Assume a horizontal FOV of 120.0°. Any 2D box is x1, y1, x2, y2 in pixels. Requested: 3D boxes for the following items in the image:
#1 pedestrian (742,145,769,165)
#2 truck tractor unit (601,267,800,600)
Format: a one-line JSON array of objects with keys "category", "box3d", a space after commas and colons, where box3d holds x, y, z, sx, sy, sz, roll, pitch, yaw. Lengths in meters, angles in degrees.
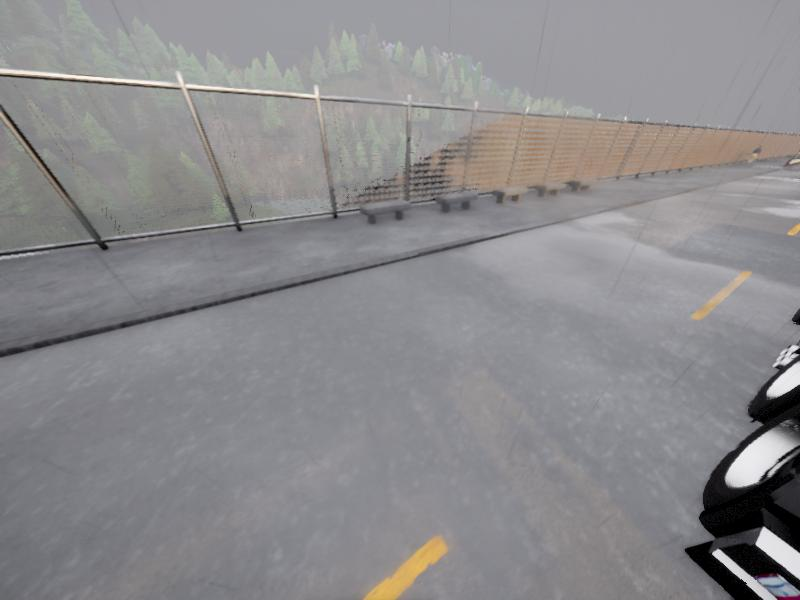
[{"category": "pedestrian", "box3d": [39.258, -16.008, 25.544, 0.751, 1.860, 0.751, -17, 38, -23]}, {"category": "truck tractor unit", "box3d": [5.118, -0.293, 0.776, 6.516, 4.208, 3.053, -18, 39, -24]}]
